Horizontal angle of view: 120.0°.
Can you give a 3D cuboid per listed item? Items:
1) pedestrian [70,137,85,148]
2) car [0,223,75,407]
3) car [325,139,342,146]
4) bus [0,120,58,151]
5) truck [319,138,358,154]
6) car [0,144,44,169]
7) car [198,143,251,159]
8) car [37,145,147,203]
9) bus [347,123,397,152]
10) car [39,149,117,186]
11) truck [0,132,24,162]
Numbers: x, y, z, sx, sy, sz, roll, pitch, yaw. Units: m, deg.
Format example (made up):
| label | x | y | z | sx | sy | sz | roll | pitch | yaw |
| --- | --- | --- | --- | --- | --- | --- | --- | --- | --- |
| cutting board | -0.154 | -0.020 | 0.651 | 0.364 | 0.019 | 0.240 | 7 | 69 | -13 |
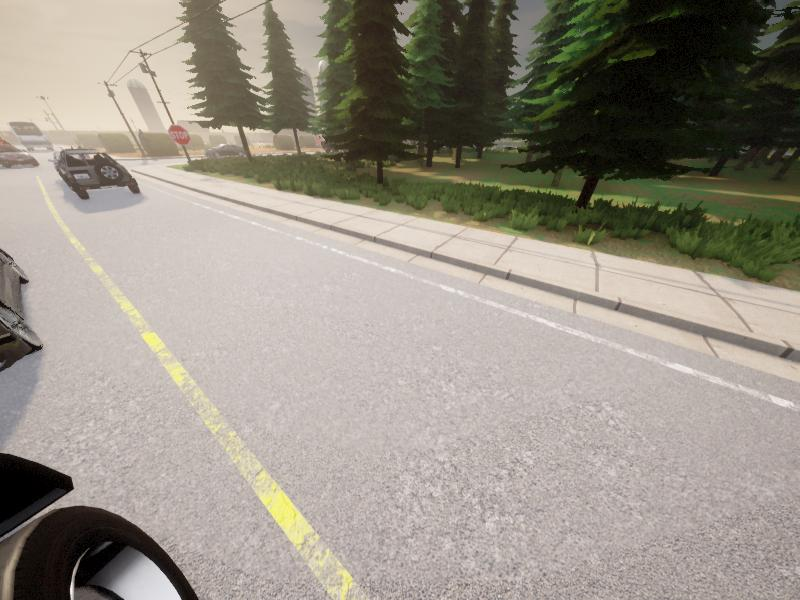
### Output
| label | x | y | z | sx | sy | sz | roll | pitch | yaw |
| --- | --- | --- | --- | --- | --- | --- | --- | --- | --- |
| pedestrian | -67.226 | -32.842 | 48.154 | 0.751 | 1.860 | 0.751 | 7 | 36 | 10 |
| car | -6.390 | -0.082 | 2.693 | 4.902 | 1.511 | 2.128 | 22 | 41 | 28 |
| car | -20.740 | -49.152 | 72.030 | 4.553 | 1.767 | 2.097 | 21 | 40 | 26 |
| bus | -68.849 | -30.444 | 42.959 | 10.273 | 4.253 | 3.944 | 23 | 41 | 29 |
| truck | -10.481 | -26.730 | 40.033 | 2.390 | 2.098 | 6.274 | 21 | 40 | 27 |
| car | -33.772 | -12.417 | 19.915 | 3.988 | 1.617 | 1.851 | 13 | 37 | 17 |
| car | -22.852 | -19.545 | 30.252 | 2.128 | 1.511 | 4.902 | 21 | 40 | 27 |
| car | -14.103 | -5.923 | 10.586 | 4.605 | 1.855 | 1.932 | 23 | 41 | 29 |
| bus | -5.180 | -32.253 | 46.046 | 3.944 | 4.253 | 10.273 | 21 | 40 | 27 |
| car | -19.328 | -8.058 | 13.888 | 4.514 | 1.525 | 2.007 | 25 | 42 | 31 |
| truck | -43.532 | -16.350 | 24.654 | 5.204 | 2.467 | 2.627 | 24 | 42 | 29 |
